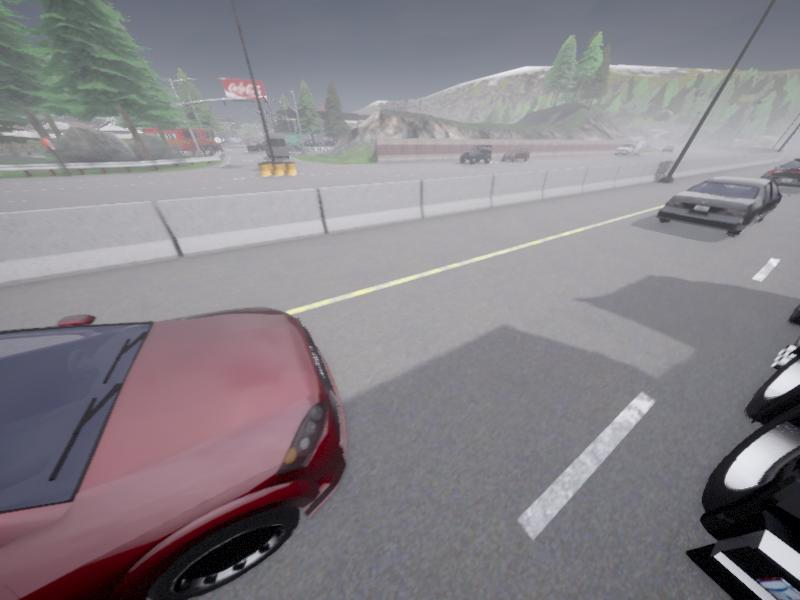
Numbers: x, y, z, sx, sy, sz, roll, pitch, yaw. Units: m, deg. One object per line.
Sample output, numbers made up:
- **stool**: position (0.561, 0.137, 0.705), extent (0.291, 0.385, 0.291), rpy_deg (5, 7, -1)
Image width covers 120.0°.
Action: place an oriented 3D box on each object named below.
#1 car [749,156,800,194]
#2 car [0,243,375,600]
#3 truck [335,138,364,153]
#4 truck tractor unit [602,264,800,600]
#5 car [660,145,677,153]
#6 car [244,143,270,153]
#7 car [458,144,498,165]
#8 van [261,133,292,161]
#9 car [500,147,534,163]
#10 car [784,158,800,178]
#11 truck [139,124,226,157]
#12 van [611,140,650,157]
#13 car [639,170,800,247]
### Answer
- **car**: position (23.517, -7.469, 13.666), extent (4.974, 1.542, 2.038), rpy_deg (-18, 39, -24)
- **car**: position (-2.503, 1.037, 1.300), extent (4.181, 1.385, 1.994), rpy_deg (-18, 39, -24)
- **truck**: position (-10.652, -32.747, 48.818), extent (5.204, 2.467, 2.627), rpy_deg (-19, 39, -24)
- **truck tractor unit**: position (5.114, -0.296, 0.788), extent (6.516, 4.208, 3.053), rpy_deg (-18, 39, -24)
- **car**: position (65.379, -36.727, 56.179), extent (5.008, 1.535, 1.882), rpy_deg (-27, 43, -33)
- **car**: position (-26.643, -28.536, 43.251), extent (1.882, 1.535, 5.008), rpy_deg (1, 35, -1)
- **car**: position (8.882, -16.711, 26.487), extent (3.866, 1.878, 1.905), rpy_deg (-18, 39, -24)
- **van**: position (-14.981, -18.505, 27.908), extent (1.988, 2.561, 5.915), rpy_deg (-18, 39, -25)
- **car**: position (14.888, -18.520, 29.449), extent (3.705, 1.549, 1.789), rpy_deg (-18, 39, -24)
- **car**: position (33.725, -10.785, 18.533), extent (4.974, 1.542, 2.038), rpy_deg (-18, 39, -25)
- **truck**: position (-32.098, -24.020, 34.829), extent (8.468, 3.827, 2.891), rpy_deg (-17, 38, -23)
- **van**: position (42.015, -27.692, 42.160), extent (6.366, 2.431, 2.351), rpy_deg (-18, 39, -25)
- **car**: position (10.686, -3.252, 7.583), extent (5.357, 1.411, 2.033), rpy_deg (-18, 39, -24)
